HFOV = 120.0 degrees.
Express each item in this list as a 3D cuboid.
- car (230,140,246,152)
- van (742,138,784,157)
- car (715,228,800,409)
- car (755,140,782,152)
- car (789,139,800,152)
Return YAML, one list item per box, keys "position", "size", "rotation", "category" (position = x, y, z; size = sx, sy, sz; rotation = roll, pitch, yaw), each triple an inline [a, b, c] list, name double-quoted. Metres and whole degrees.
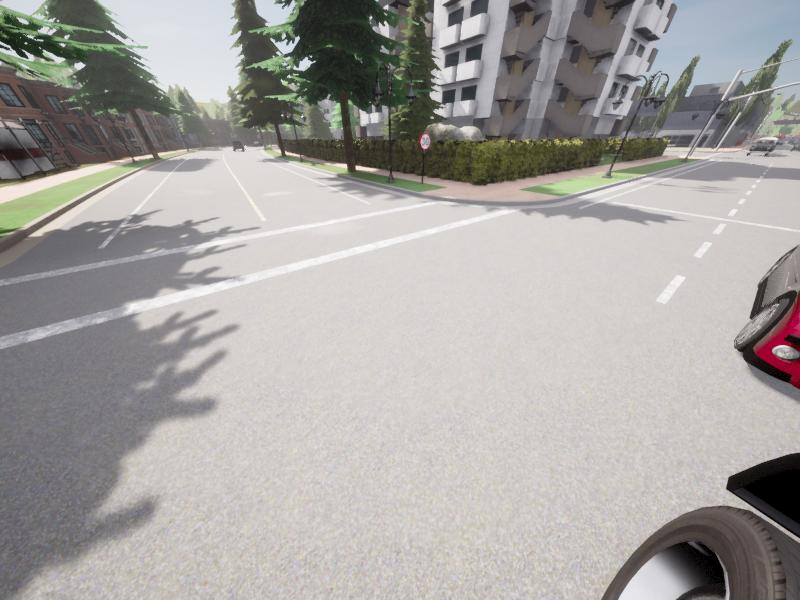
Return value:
- position: [-33.272, -31.766, 47.520]
  size: [1.905, 1.878, 3.866]
  rotation: [-16, 38, -21]
  category: "car"
- position: [47.509, -20.026, 30.254]
  size: [4.480, 2.038, 2.069]
  rotation: [-23, 41, -28]
  category: "van"
- position: [5.839, 0.058, 2.532]
  size: [3.806, 1.475, 1.970]
  rotation: [-22, 41, -28]
  category: "car"
- position: [62.061, -25.898, 38.894]
  size: [3.705, 1.549, 1.789]
  rotation: [-23, 41, -28]
  category: "car"
- position: [67.909, -25.942, 38.727]
  size: [4.553, 1.767, 2.097]
  rotation: [-23, 41, -28]
  category: "car"
